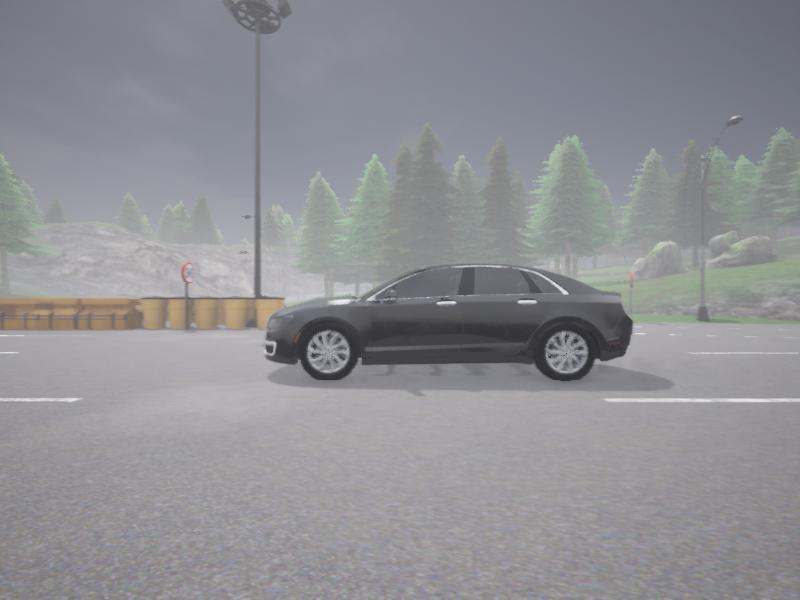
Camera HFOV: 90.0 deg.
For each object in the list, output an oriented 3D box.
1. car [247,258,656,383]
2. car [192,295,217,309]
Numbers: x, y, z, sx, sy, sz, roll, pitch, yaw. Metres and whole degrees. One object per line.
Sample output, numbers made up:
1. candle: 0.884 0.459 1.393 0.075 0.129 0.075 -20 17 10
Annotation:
1. car: 0.614 0.245 5.700 4.892 1.490 1.837 0 0 0
2. car: -22.330 0.200 45.873 2.038 1.542 4.974 0 0 -20
